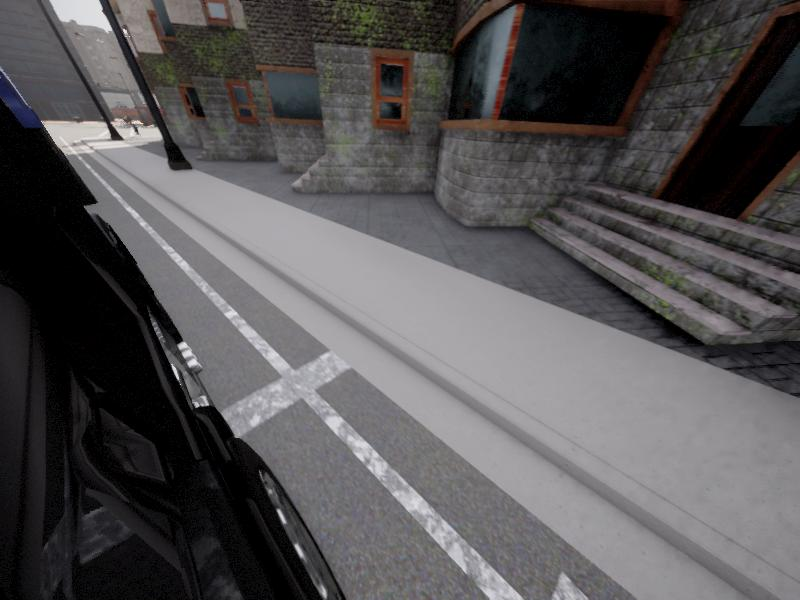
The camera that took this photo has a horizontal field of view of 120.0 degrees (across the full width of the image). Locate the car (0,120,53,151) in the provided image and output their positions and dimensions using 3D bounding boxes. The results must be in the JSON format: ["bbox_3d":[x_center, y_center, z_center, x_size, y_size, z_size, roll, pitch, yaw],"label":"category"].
[{"bbox_3d":[-25.721,-11.228,15.672,4.674,1.442,1.812,28,44,29],"label":"car"}]

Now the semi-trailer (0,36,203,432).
[{"bbox_3d":[-8.752,-3.578,4.158,14.254,4.402,2.717,28,43,29],"label":"semi-trailer"}]

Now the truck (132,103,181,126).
[{"bbox_3d":[-57.331,-43.783,54.846,2.891,3.827,8.468,-1,37,-5],"label":"truck"}]

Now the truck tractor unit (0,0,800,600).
[{"bbox_3d":[-2.645,-0.295,0.351,6.516,4.208,3.053,28,44,30],"label":"truck tractor unit"}]

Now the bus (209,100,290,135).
[{"bbox_3d":[-25.732,-31.719,40.351,10.273,4.253,3.944,-2,37,-5],"label":"bus"}]

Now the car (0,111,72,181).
[{"bbox_3d":[-16.405,-6.588,9.657,5.566,2.045,2.150,27,43,30],"label":"car"}]
